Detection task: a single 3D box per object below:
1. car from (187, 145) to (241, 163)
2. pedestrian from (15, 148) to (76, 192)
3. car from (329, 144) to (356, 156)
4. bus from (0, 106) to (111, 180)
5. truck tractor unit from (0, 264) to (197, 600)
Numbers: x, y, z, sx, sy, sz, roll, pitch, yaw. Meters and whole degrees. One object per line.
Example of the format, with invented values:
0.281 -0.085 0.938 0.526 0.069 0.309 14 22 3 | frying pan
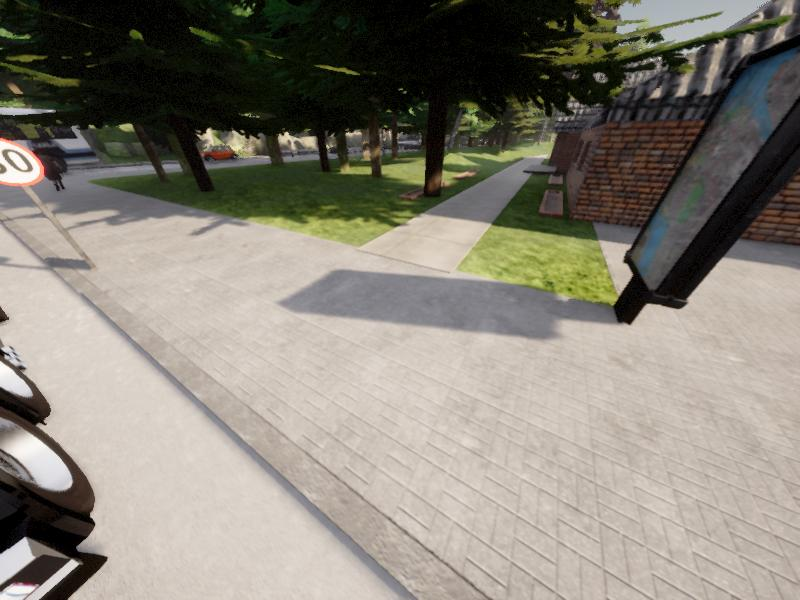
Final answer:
-23.224 -18.453 29.059 2.097 1.767 4.553 18 39 24 | car
-17.947 -6.628 11.778 0.751 1.860 0.751 -24 41 -30 | pedestrian
-10.196 -26.824 41.244 1.837 1.490 4.892 18 39 24 | car
-30.161 -11.272 16.637 3.944 4.253 10.273 11 38 14 | bus
-5.114 -0.296 0.786 6.516 4.208 3.053 18 39 24 | truck tractor unit
